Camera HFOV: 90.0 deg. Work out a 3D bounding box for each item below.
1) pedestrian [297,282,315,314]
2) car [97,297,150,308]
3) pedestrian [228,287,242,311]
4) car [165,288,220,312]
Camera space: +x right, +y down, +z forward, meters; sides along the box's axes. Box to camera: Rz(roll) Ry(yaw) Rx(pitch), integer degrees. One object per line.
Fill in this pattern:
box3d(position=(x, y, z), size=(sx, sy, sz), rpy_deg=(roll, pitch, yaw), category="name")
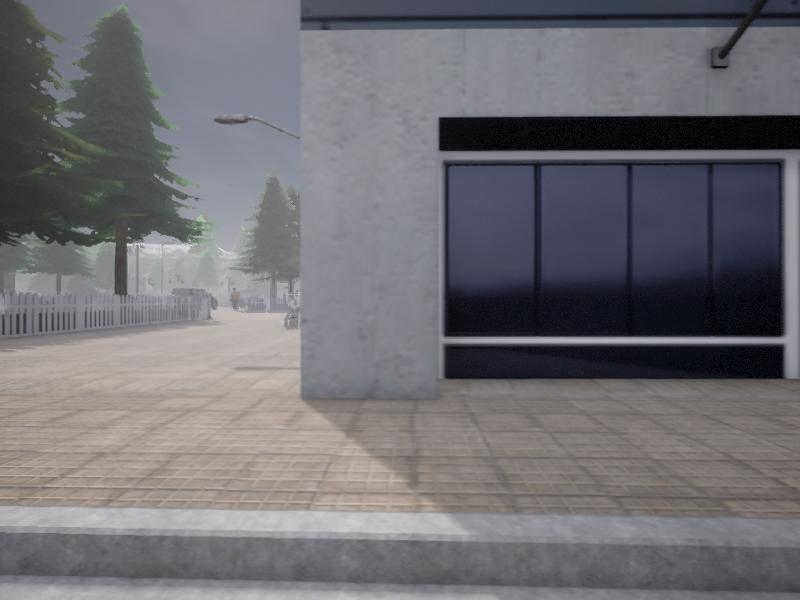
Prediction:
box3d(position=(-5.615, -0.125, 23.989), size=(0.751, 1.860, 0.751), rpy_deg=(0, 0, 43), category="pedestrian")
box3d(position=(-35.143, 0.324, 50.865), size=(5.357, 1.411, 2.033), rpy_deg=(0, 0, 1), category="car")
box3d(position=(-12.762, -0.096, 31.005), size=(0.751, 1.860, 0.751), rpy_deg=(0, 0, 0), category="pedestrian")
box3d(position=(-19.091, 0.000, 37.137), size=(2.150, 2.045, 5.566), rpy_deg=(0, 0, 0), category="car")
